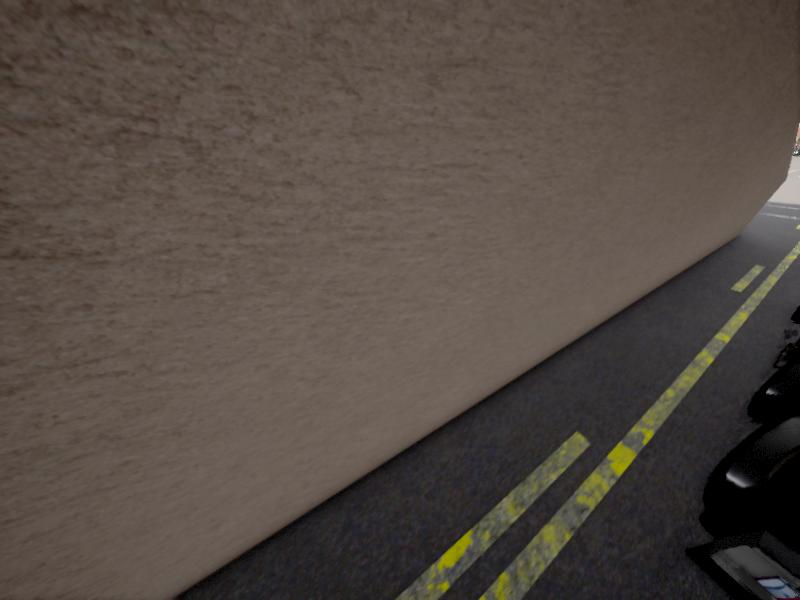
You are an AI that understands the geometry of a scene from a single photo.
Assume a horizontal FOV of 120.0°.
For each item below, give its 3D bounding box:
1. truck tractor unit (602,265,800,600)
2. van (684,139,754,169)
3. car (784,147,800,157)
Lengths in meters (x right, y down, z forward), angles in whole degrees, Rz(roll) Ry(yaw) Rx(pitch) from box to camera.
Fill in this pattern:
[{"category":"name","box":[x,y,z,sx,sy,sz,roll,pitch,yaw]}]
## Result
[{"category":"truck tractor unit","box":[5.111,-0.301,0.777,6.516,4.208,3.053,-18,39,-24]},{"category":"van","box":[34.131,-15.738,24.764,6.366,2.431,2.351,-17,38,-23]},{"category":"car","box":[74.022,-27.484,42.789,4.892,1.490,1.837,-17,38,-23]}]
